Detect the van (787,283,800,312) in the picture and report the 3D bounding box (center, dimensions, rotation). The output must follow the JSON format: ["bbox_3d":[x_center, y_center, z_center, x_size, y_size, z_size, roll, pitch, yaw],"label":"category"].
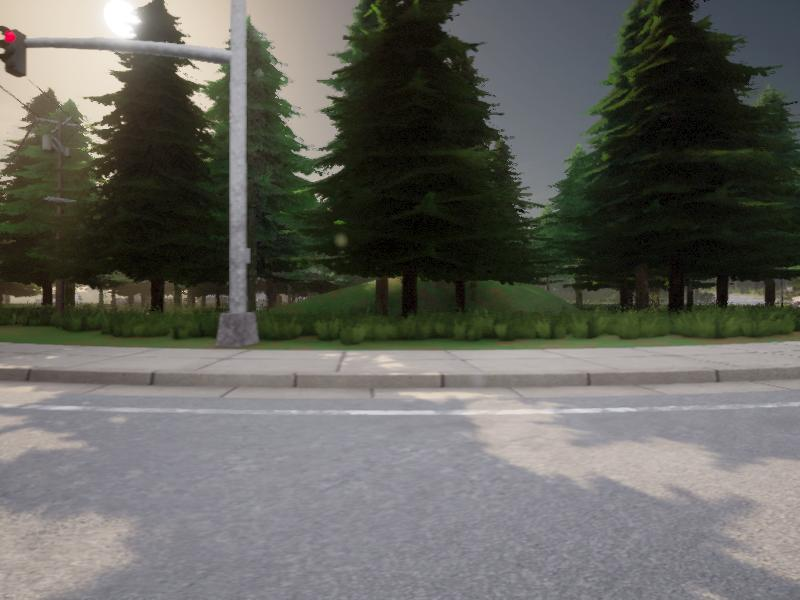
[{"bbox_3d":[35.229,-0.209,32.221,2.351,2.431,6.366,0,0,5],"label":"van"}]
